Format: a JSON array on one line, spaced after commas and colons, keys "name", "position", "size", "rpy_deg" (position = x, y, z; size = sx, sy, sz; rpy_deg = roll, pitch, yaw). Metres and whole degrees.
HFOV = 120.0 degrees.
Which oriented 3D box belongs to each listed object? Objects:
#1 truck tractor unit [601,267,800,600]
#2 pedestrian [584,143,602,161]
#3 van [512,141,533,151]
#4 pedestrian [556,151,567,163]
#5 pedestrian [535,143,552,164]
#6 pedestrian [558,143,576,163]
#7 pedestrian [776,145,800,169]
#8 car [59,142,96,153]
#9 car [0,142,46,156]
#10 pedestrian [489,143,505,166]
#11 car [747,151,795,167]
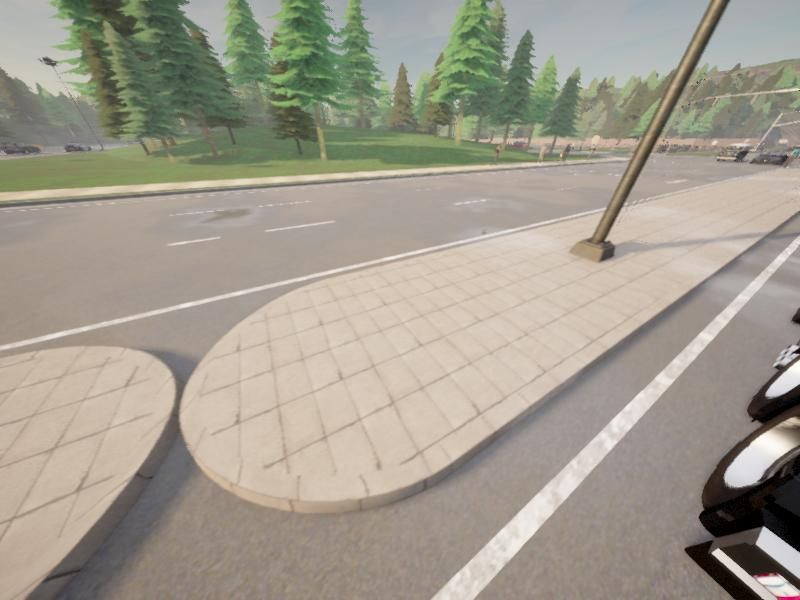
[{"name": "truck tractor unit", "position": [5.119, -0.292, 0.775], "size": [6.516, 4.208, 3.053], "rpy_deg": [-18, 39, -24]}, {"name": "pedestrian", "position": [23.703, -18.225, 28.412], "size": [0.751, 1.860, 0.751], "rpy_deg": [-13, 37, -18]}, {"name": "van", "position": [32.107, -40.567, 60.762], "size": [1.775, 1.987, 4.442], "rpy_deg": [-17, 39, -24]}, {"name": "pedestrian", "position": [18.279, -16.212, 26.137], "size": [0.500, 1.100, 0.500], "rpy_deg": [-25, 42, -31]}, {"name": "pedestrian", "position": [15.350, -15.769, 24.809], "size": [0.751, 1.860, 0.751], "rpy_deg": [-18, 39, -25]}, {"name": "pedestrian", "position": [18.253, -16.096, 25.305], "size": [0.751, 1.860, 0.751], "rpy_deg": [-12, 37, -18]}, {"name": "pedestrian", "position": [36.130, -13.133, 21.245], "size": [0.751, 1.860, 0.751], "rpy_deg": [-17, 38, -23]}, {"name": "car", "position": [-58.131, -27.662, 41.740], "size": [2.038, 1.542, 4.974], "rpy_deg": [-17, 39, -24]}, {"name": "car", "position": [-57.775, -23.168, 35.258], "size": [2.033, 1.649, 4.856], "rpy_deg": [-17, 39, -24]}, {"name": "pedestrian", "position": [9.255, -13.879, 22.040], "size": [0.751, 1.860, 0.751], "rpy_deg": [-17, 39, -24]}, {"name": "car", "position": [42.918, -16.408, 26.747], "size": [4.181, 1.385, 1.994], "rpy_deg": [-17, 39, -23]}]
